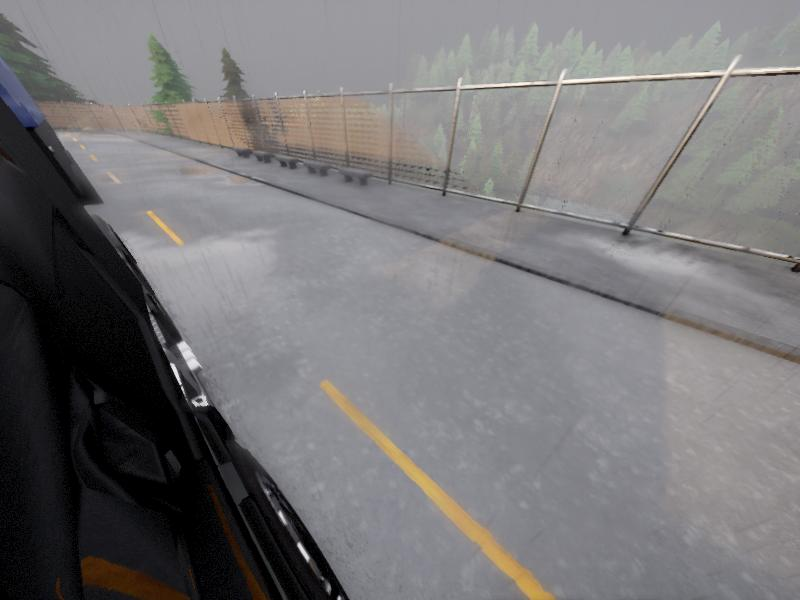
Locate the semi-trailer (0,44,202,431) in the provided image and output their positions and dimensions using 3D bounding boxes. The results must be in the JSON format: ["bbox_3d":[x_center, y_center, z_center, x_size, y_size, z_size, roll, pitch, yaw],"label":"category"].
[{"bbox_3d":[-8.702,-3.601,4.228,14.254,4.402,2.717,28,44,30],"label":"semi-trailer"}]

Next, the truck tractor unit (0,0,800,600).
[{"bbox_3d":[-2.645,-0.295,0.351,6.516,4.208,3.053,28,44,30],"label":"truck tractor unit"}]

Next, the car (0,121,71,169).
[{"bbox_3d":[-19.283,-8.129,11.928,5.238,1.638,1.930,28,44,30],"label":"car"}]
